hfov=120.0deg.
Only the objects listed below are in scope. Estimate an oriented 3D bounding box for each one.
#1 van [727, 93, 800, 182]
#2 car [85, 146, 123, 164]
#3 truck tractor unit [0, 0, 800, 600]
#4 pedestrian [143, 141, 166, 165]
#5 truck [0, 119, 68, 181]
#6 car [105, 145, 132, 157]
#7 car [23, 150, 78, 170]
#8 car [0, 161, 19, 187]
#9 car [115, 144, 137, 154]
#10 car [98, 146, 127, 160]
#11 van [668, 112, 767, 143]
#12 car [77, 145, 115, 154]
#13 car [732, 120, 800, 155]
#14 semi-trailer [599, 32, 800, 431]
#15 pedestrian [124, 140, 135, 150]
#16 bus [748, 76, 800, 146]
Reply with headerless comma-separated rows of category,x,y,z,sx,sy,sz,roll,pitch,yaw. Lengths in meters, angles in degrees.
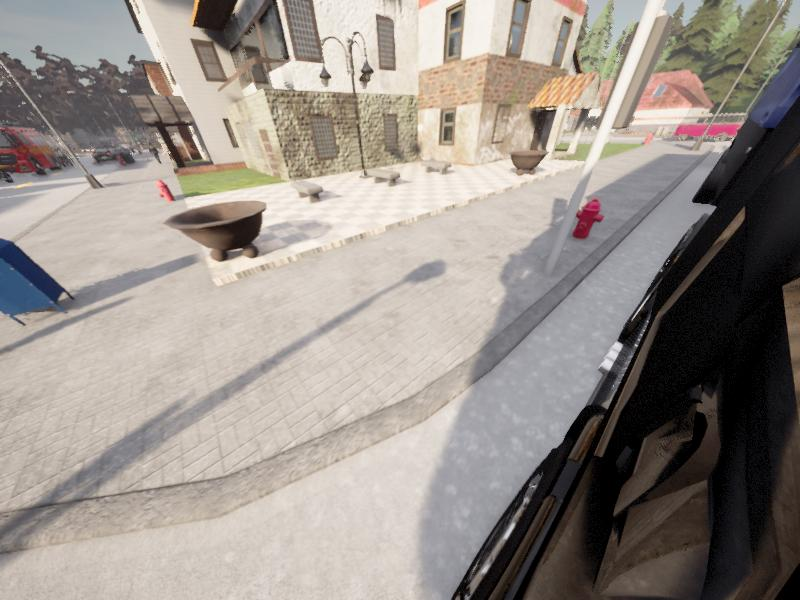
van,16.422,-6.907,9.671,5.915,2.561,1.988,-28,44,-30
car,-37.709,-18.655,29.614,2.038,1.542,4.974,-28,44,-30
truck tractor unit,2.645,-0.295,0.352,6.516,4.208,3.053,-28,44,-30
pedestrian,-23.823,-14.284,22.411,0.751,1.860,0.751,-31,45,-32
truck,-33.537,-12.968,19.864,2.891,3.827,8.468,-28,44,-30
car,-47.292,-25.135,38.950,2.033,1.411,5.357,-28,44,-30
car,-39.112,-15.868,26.029,2.163,1.488,4.792,-28,44,-30
car,-27.992,-8.313,15.208,1.789,1.549,3.705,-28,44,-30
car,-54.361,-30.036,45.879,1.812,1.442,4.674,-26,43,-28
car,-42.165,-21.633,33.984,1.994,1.385,4.181,-29,44,-30
van,27.780,-15.273,20.518,1.775,1.987,4.442,-17,39,-18
car,-65.999,-32.622,50.188,4.718,1.301,1.895,-10,37,-9
car,22.908,-10.243,14.504,3.705,1.549,1.789,-30,45,-32
semi-trailer,8.640,-3.651,4.273,14.254,4.402,2.717,-29,44,-30
pedestrian,-64.578,-36.918,55.126,0.751,1.860,0.751,-19,40,-21
bus,31.150,-13.517,16.074,3.944,4.253,10.273,21,42,29
